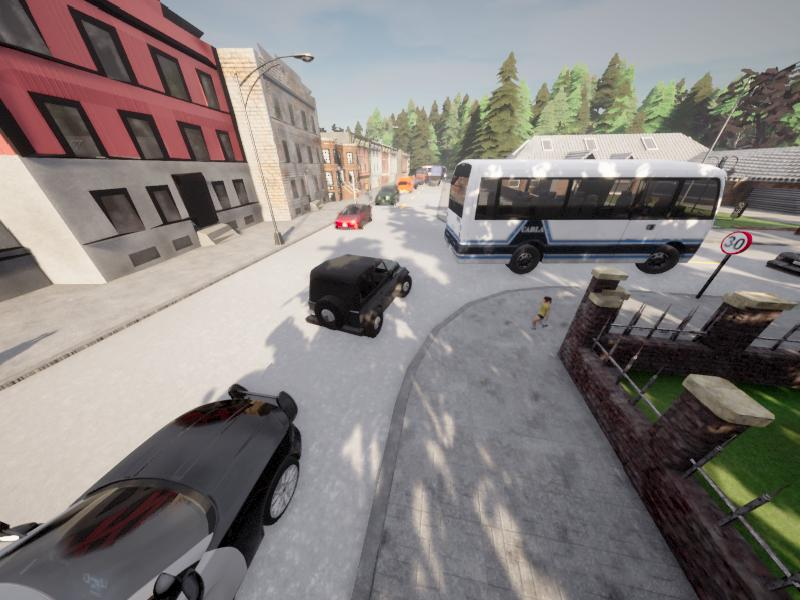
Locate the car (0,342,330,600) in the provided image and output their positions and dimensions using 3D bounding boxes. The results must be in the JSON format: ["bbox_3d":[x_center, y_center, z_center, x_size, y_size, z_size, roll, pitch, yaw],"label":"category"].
[{"bbox_3d":[-2.664,2.731,1.635,1.930,1.638,5.238,5,30,9],"label":"car"}]

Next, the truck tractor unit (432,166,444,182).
[{"bbox_3d":[11.916,-39.313,71.871,3.053,4.208,6.516,6,31,10],"label":"truck tractor unit"}]

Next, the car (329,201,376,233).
[{"bbox_3d":[-3.448,-6.521,17.773,2.007,1.525,4.514,5,30,9],"label":"car"}]

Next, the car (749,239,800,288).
[{"bbox_3d":[17.976,-1.157,8.616,5.357,1.411,2.033,5,30,9],"label":"car"}]

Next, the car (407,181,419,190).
[{"bbox_3d":[2.671,-23.687,47.737,1.895,1.301,4.718,5,30,9],"label":"car"}]

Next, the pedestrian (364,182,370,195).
[{"bbox_3d":[-5.032,-17.254,35.774,0.751,1.860,0.751,-2,30,-4],"label":"pedestrian"}]

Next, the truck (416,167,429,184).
[{"bbox_3d":[6.402,-35.514,65.695,2.891,3.827,8.468,5,30,8],"label":"truck"}]

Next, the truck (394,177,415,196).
[{"bbox_3d":[0.840,-19.082,38.589,2.627,2.467,5.204,5,30,9],"label":"truck"}]

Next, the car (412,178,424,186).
[{"bbox_3d":[4.450,-28.769,56.354,2.163,1.488,4.792,5,30,9],"label":"car"}]

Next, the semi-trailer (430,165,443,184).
[{"bbox_3d":[10.470,-35.506,65.086,2.717,4.402,14.254,5,30,9],"label":"semi-trailer"}]

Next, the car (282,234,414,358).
[{"bbox_3d":[-1.096,-0.484,6.953,1.905,1.878,3.866,11,32,18],"label":"car"}]

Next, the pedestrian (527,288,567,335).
[{"bbox_3d":[3.841,0.313,6.108,0.500,1.100,0.500,6,31,11],"label":"pedestrian"}]

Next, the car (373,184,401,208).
[{"bbox_3d":[-1.373,-12.640,27.854,2.150,2.045,5.566,5,30,9],"label":"car"}]

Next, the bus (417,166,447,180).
[{"bbox_3d":[11.009,-43.520,79.140,10.273,4.253,3.944,-22,36,-34],"label":"bus"}]

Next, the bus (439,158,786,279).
[{"bbox_3d":[7.312,-3.714,10.187,10.273,4.253,3.944,0,30,-1],"label":"bus"}]
